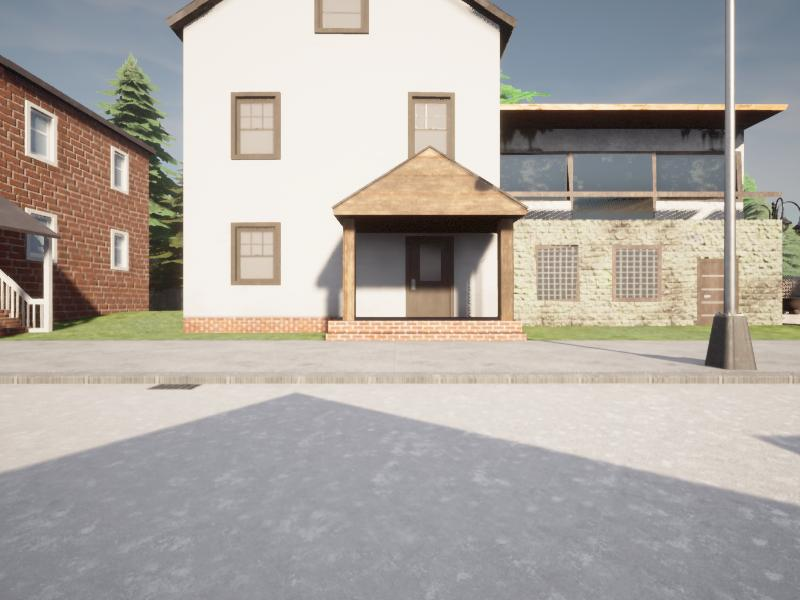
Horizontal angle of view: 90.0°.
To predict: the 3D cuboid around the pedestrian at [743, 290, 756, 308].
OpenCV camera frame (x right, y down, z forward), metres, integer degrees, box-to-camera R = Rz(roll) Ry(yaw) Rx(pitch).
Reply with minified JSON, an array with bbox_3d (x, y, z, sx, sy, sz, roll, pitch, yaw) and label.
[{"bbox_3d":[36.525,-0.076,41.842,0.751,1.860,0.751,0,0,3],"label":"pedestrian"}]
